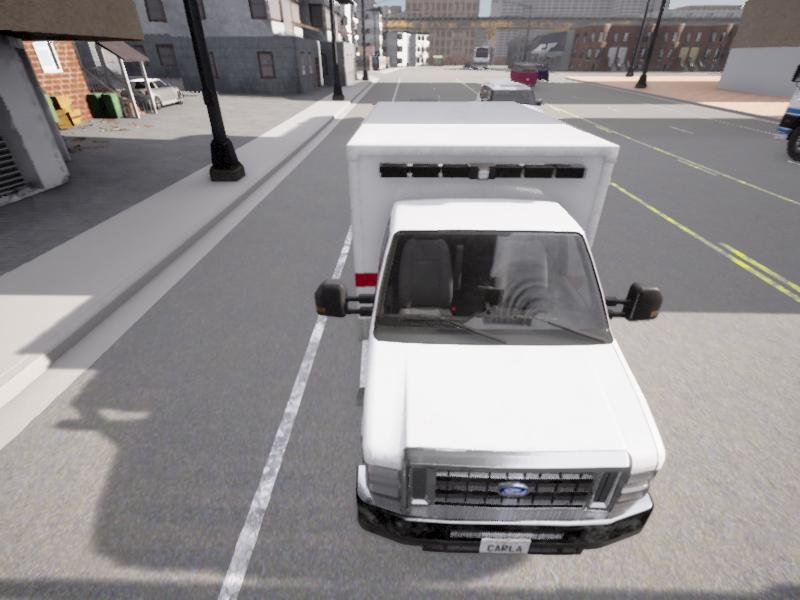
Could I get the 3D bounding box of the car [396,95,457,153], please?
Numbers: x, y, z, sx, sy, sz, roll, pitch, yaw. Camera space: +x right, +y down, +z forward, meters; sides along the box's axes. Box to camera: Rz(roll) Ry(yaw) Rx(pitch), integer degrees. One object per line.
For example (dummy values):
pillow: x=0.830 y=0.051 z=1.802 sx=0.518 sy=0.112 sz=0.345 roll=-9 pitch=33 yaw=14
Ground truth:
car: x=0.975 y=-7.369 z=16.453 sx=2.128 sy=1.511 sz=4.902 roll=1 pitch=32 yaw=1

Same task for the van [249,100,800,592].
van: x=0.696 y=-0.756 z=4.774 sx=2.351 sy=2.431 sz=6.366 roll=1 pitch=31 yaw=1

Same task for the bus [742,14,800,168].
bus: x=14.705 y=-4.701 z=9.514 sx=3.944 sy=4.253 sz=10.273 roll=1 pitch=31 yaw=1

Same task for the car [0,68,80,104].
car: x=-22.410 y=-12.968 z=24.065 sx=2.152 sy=1.636 sz=5.027 roll=1 pitch=31 yaw=1

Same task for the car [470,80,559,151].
car: x=4.485 y=-7.942 z=16.864 sx=2.150 sy=2.045 sz=5.566 roll=0 pitch=32 yaw=0

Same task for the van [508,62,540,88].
van: x=12.036 y=-22.050 z=39.162 sx=1.775 sy=1.987 sz=4.442 roll=1 pitch=32 yaw=1

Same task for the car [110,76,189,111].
car: x=-14.337 y=-12.006 z=23.191 sx=1.970 sy=1.475 sz=3.806 roll=1 pitch=32 yaw=1

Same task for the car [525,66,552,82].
car: x=15.688 y=-25.727 z=45.473 sx=1.845 sy=1.501 sz=3.633 roll=1 pitch=32 yaw=1
